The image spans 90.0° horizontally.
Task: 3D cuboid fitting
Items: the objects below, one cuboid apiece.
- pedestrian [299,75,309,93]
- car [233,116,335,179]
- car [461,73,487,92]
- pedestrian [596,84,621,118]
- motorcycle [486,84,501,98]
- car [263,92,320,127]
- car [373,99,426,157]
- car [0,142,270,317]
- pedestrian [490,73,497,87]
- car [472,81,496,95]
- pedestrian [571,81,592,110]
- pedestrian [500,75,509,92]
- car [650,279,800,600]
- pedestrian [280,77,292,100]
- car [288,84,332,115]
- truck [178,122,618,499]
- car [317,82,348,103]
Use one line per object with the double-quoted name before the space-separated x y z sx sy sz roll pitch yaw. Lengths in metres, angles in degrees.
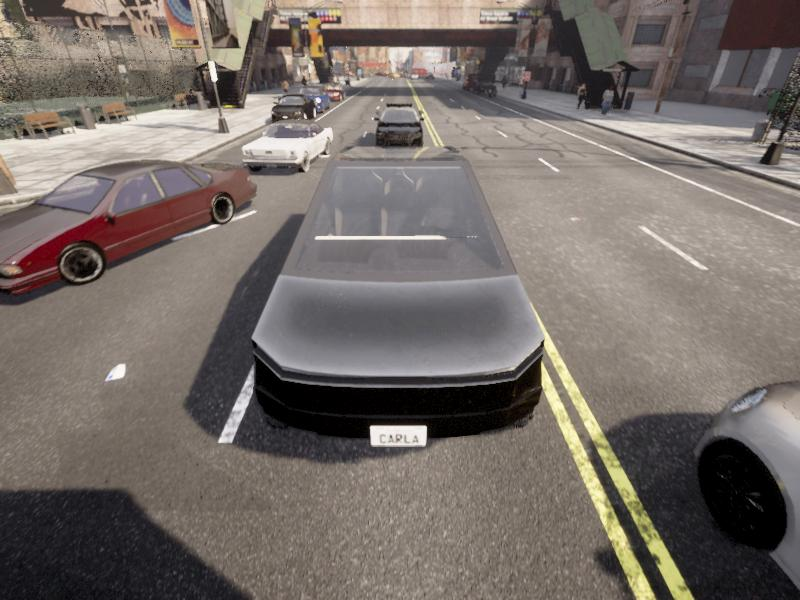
"pedestrian" -11.475 -25.937 47.994 0.751 1.860 0.751 2 30 3
"car" -3.816 -5.547 14.146 1.895 1.301 4.718 3 30 4
"car" 10.117 -30.028 55.150 2.435 2.045 5.566 0 30 0
"pedestrian" 13.032 -12.503 25.105 0.751 1.860 0.751 1 30 1
"motorcycle" 10.115 -22.656 43.290 0.764 1.277 2.356 16 34 25
"car" -6.432 -11.679 24.361 2.097 1.535 5.008 0 30 0
"car" -0.025 -7.519 17.169 1.930 1.638 5.238 0 30 0
"car" -5.154 -1.821 7.699 2.033 1.411 5.357 12 32 19
"pedestrian" 14.237 -33.541 60.968 0.751 1.860 0.751 -4 31 -7
"car" 10.168 -25.969 48.956 1.895 1.301 4.718 0 30 0
"pedestrian" 13.223 -14.882 29.161 0.751 1.860 0.751 -1 30 -2
"pedestrian" 12.897 -26.800 49.478 0.751 1.860 0.751 0 30 0
"car" 3.482 1.730 1.374 2.242 1.667 4.611 0 30 0
"pedestrian" -10.744 -19.916 37.730 0.751 1.860 0.751 0 30 1
"car" -6.577 -15.039 29.840 2.185 1.767 4.553 0 30 0
"truck" -0.013 -0.885 5.408 2.390 2.098 6.274 0 30 0
"car" -6.553 -20.382 39.198 2.231 1.521 4.892 0 30 0
